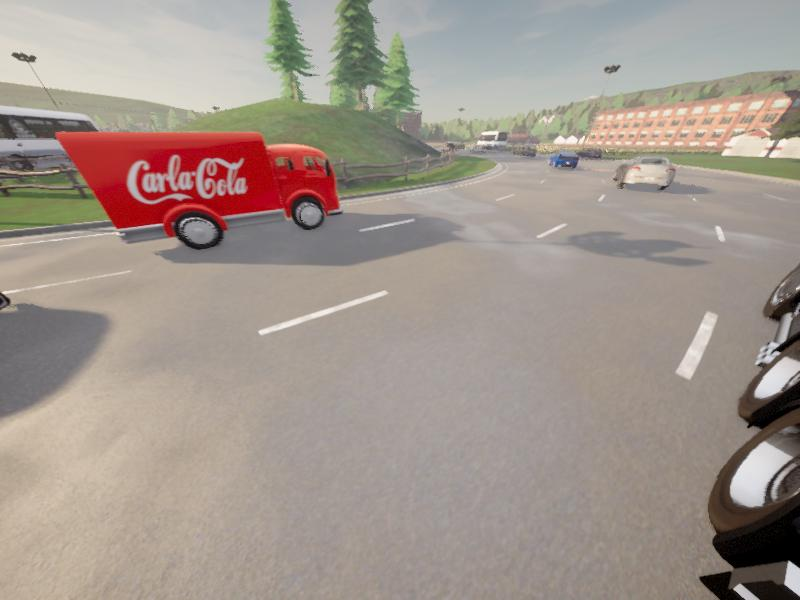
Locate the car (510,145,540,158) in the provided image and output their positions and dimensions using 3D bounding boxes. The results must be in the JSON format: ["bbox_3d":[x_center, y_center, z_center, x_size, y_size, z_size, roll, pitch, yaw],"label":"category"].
[{"bbox_3d":[21.989,-26.376,40.931,2.242,1.667,4.611,-5,35,-8],"label":"car"}]

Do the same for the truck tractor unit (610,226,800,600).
[{"bbox_3d":[5.044,-0.359,0.882,6.516,4.208,3.053,-21,40,-27],"label":"truck tractor unit"}]

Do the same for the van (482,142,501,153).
[{"bbox_3d":[22.097,-37.173,56.251,2.069,2.038,4.480,-6,35,-9],"label":"van"}]

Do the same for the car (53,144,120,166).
[{"bbox_3d":[-33.878,-15.894,25.198,1.905,1.878,3.866,-6,35,-9],"label":"car"}]

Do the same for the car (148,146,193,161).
[{"bbox_3d":[-32.024,-20.686,32.486,2.128,1.511,4.902,-6,35,-9],"label":"car"}]

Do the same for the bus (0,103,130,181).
[{"bbox_3d":[-28.628,-12.356,18.028,3.944,4.253,10.273,-6,35,-9],"label":"bus"}]

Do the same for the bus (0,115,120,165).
[{"bbox_3d":[-41.698,-19.248,27.929,3.944,4.253,10.273,-6,35,-9],"label":"bus"}]

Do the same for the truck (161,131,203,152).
[{"bbox_3d":[-51.962,-38.093,55.537,2.891,3.827,8.468,-6,35,-9],"label":"truck"}]

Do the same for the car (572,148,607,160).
[{"bbox_3d":[29.360,-22.856,36.051,1.816,1.474,4.193,-1,35,-2],"label":"car"}]

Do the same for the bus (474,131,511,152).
[{"bbox_3d":[24.208,-42.102,61.450,3.944,4.253,10.273,-6,35,-9],"label":"bus"}]

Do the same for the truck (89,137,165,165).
[{"bbox_3d":[-30.620,-16.992,26.300,2.627,2.467,5.204,-6,35,-10],"label":"truck"}]

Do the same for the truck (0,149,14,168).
[{"bbox_3d":[-39.568,-12.536,18.594,2.891,3.827,8.468,-6,35,-9],"label":"truck"}]

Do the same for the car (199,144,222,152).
[{"bbox_3d":[-44.317,-35.593,54.096,2.033,1.411,5.357,-6,35,-9],"label":"car"}]

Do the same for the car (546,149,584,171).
[{"bbox_3d":[16.872,-14.605,23.963,1.882,1.535,5.008,12,36,15],"label":"car"}]

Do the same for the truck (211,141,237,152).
[{"bbox_3d":[-40.673,-35.654,53.596,2.390,2.098,6.274,-6,35,-9],"label":"truck"}]

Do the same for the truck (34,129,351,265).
[{"bbox_3d":[-4.494,-3.236,6.543,5.204,2.467,2.627,-19,40,-25],"label":"truck"}]

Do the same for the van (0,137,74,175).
[{"bbox_3d":[-32.472,-12.052,19.168,2.351,2.431,6.366,-6,35,-9],"label":"van"}]

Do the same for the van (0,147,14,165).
[{"bbox_3d":[-44.068,-14.709,22.847,1.988,2.561,5.915,-6,35,-9],"label":"van"}]

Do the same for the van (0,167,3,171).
[{"bbox_3d":[-35.735,-11.002,18.014,1.775,1.987,4.442,-6,35,-9],"label":"van"}]

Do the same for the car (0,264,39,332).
[{"bbox_3d":[-7.410,0.419,2.096,3.806,1.475,1.970,-18,38,-24],"label":"car"}]

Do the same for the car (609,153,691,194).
[{"bbox_3d":[14.786,-7.857,14.098,2.152,1.651,5.027,20,39,26],"label":"car"}]
